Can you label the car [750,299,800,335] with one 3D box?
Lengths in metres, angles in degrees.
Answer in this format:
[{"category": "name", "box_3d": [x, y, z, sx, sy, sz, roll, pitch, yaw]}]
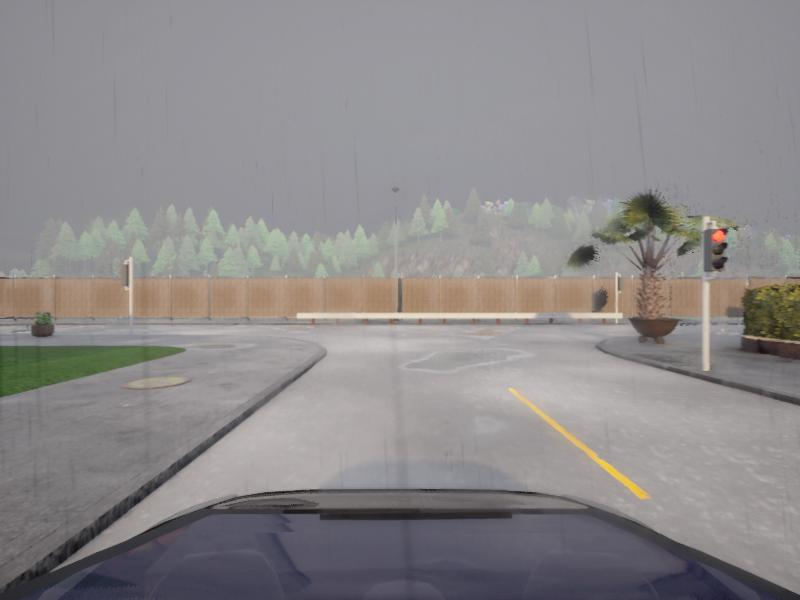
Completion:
[{"category": "car", "box_3d": [20.148, 0.777, 19.052, 5.238, 1.638, 1.930, 0, 0, 0]}]
